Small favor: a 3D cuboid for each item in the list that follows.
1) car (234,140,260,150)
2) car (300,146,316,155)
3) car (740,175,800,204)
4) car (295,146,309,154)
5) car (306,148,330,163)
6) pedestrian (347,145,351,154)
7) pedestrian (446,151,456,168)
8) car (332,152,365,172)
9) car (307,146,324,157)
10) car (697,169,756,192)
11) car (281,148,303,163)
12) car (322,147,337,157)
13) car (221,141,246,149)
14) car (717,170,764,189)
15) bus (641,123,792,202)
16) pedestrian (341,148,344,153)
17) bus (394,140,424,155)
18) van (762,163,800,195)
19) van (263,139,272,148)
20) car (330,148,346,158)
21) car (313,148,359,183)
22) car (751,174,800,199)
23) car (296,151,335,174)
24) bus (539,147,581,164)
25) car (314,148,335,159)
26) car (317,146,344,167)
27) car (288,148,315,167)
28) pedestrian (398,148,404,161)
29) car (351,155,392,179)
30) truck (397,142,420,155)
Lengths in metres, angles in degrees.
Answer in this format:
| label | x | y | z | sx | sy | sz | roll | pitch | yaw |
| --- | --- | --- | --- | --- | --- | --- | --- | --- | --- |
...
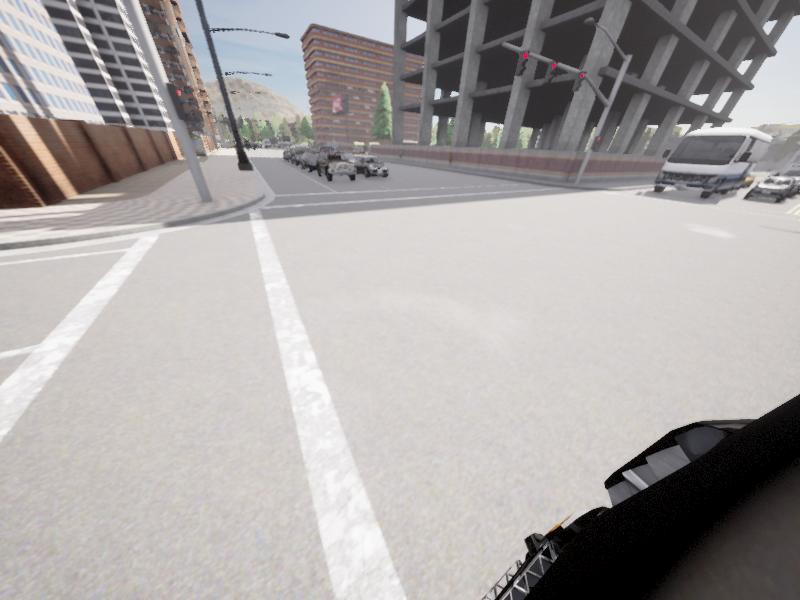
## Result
| label | x | y | z | sx | sy | sz | roll | pitch | yaw |
| --- | --- | --- | --- | --- | --- | --- | --- | --- | --- |
| car | -41.443 | -42.101 | 62.733 | 5.566 | 2.045 | 2.150 | -16 | 38 | -26 |
| car | -20.160 | -32.714 | 50.575 | 2.007 | 1.525 | 4.514 | -16 | 38 | -26 |
| car | 27.554 | -8.239 | 17.064 | 3.705 | 1.549 | 1.789 | -16 | 38 | -26 |
| car | -23.414 | -35.907 | 55.229 | 2.007 | 1.525 | 4.514 | -16 | 38 | -26 |
| car | -11.568 | -20.327 | 32.502 | 1.837 | 1.490 | 4.892 | -16 | 38 | -26 |
| pedestrian | -12.961 | -38.252 | 58.860 | 0.751 | 1.860 | 0.751 | -12 | 36 | -22 |
| pedestrian | 6.757 | -18.746 | 30.817 | 0.751 | 1.860 | 0.751 | -14 | 37 | -23 |
| car | -5.347 | -14.137 | 23.651 | 1.812 | 1.442 | 4.674 | -16 | 38 | -26 |
| car | -16.723 | -29.353 | 45.655 | 2.033 | 1.649 | 4.856 | -16 | 38 | -26 |
| car | 32.225 | -11.889 | 22.823 | 4.611 | 1.667 | 2.242 | -16 | 38 | -26 |
| car | -14.353 | -19.215 | 30.635 | 1.816 | 1.474 | 4.193 | -16 | 38 | -26 |
| car | -14.966 | -31.410 | 49.033 | 1.970 | 1.475 | 3.806 | -16 | 38 | -26 |
| car | -46.065 | -42.800 | 63.898 | 5.366 | 1.575 | 1.801 | -16 | 38 | -26 |
| car | 38.318 | -13.627 | 25.984 | 5.366 | 1.575 | 1.801 | -16 | 38 | -26 |
| bus | 24.708 | -10.682 | 18.100 | 10.273 | 4.253 | 3.944 | -16 | 38 | -26 |
| pedestrian | -15.948 | -41.458 | 64.177 | 0.500 | 1.100 | 0.500 | -16 | 38 | -26 |
| bus | 3.126 | -55.945 | 84.950 | 10.273 | 4.253 | 3.944 | -16 | 38 | -26 |
| van | 39.648 | -12.123 | 23.039 | 6.366 | 2.431 | 2.351 | -16 | 38 | -26 |
| van | -49.425 | -58.305 | 86.155 | 1.988 | 2.561 | 5.915 | -16 | 38 | -26 |
| car | -12.080 | -28.585 | 44.902 | 1.789 | 1.549 | 3.705 | -16 | 38 | -26 |
| car | -4.806 | -9.974 | 17.000 | 1.932 | 1.855 | 4.605 | -15 | 37 | -24 |
| car | 33.087 | -9.833 | 19.922 | 4.902 | 1.511 | 2.128 | -16 | 38 | -26 |
| car | -7.919 | -12.842 | 21.468 | 2.163 | 1.488 | 4.792 | -16 | 38 | -26 |
| bus | 53.964 | -49.304 | 78.563 | 3.944 | 4.253 | 10.273 | -16 | 38 | -26 |
| car | -13.354 | -25.964 | 40.884 | 2.128 | 1.511 | 4.902 | -16 | 38 | -26 |
| car | -8.372 | -17.330 | 27.850 | 1.905 | 1.878 | 3.866 | -16 | 38 | -26 |
| car | -11.141 | -16.084 | 26.018 | 1.851 | 1.617 | 3.988 | -16 | 38 | -26 |
| pedestrian | 0.177 | -25.584 | 40.673 | 0.751 | 1.860 | 0.751 | -14 | 37 | -24 |
| car | -2.482 | -11.328 | 19.584 | 1.970 | 1.475 | 3.806 | -16 | 38 | -26 |
| truck | 3.284 | -57.970 | 88.412 | 8.468 | 3.827 | 2.891 | -16 | 38 | -26 |
